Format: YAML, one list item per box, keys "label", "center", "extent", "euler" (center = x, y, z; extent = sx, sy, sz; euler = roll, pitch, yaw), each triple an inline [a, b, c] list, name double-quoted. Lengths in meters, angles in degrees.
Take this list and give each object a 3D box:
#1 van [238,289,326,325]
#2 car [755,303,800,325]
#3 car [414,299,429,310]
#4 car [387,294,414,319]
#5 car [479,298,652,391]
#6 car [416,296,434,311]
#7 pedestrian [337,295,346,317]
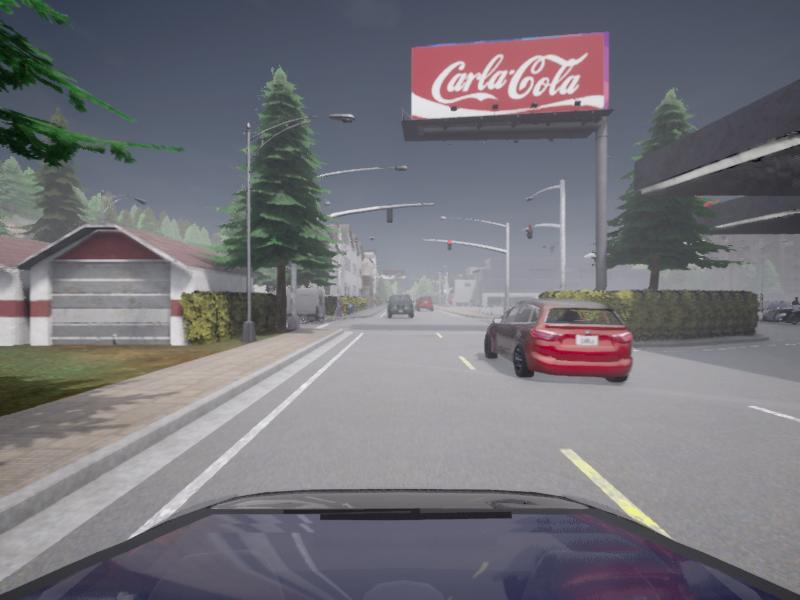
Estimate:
- label: "van"
  center: [-8.627, 0.489, 29.611]
  extent: [5.915, 2.561, 1.988]
  euler: [0, 0, 2]
- label: "car"
  center: [29.560, 0.989, 29.445]
  extent: [4.974, 1.542, 2.038]
  euler: [0, 0, 0]
- label: "car"
  center: [3.493, 0.695, 65.468]
  extent: [2.242, 1.667, 4.611]
  euler: [0, 0, 0]
- label: "car"
  center: [0.027, 0.535, 34.975]
  extent: [2.150, 2.045, 5.566]
  euler: [0, 0, -1]
- label: "car"
  center: [3.540, 0.829, 9.749]
  extent: [2.242, 1.667, 4.611]
  euler: [2, 0, 0]
- label: "car"
  center: [3.494, 0.516, 57.042]
  extent: [2.150, 2.045, 5.566]
  euler: [0, 0, 0]
- label: "pedestrian"
  center: [-5.013, 0.467, 34.192]
  extent: [0.751, 1.860, 0.751]
  euler: [0, 0, -11]
